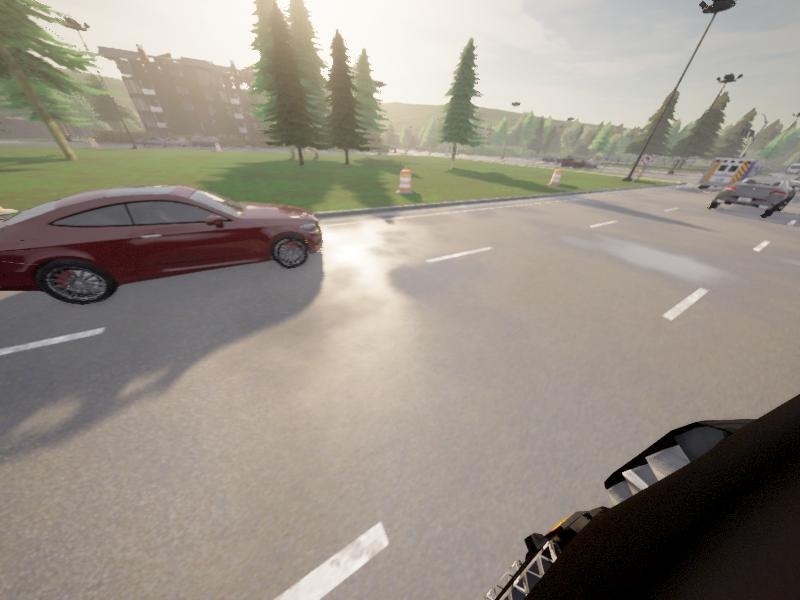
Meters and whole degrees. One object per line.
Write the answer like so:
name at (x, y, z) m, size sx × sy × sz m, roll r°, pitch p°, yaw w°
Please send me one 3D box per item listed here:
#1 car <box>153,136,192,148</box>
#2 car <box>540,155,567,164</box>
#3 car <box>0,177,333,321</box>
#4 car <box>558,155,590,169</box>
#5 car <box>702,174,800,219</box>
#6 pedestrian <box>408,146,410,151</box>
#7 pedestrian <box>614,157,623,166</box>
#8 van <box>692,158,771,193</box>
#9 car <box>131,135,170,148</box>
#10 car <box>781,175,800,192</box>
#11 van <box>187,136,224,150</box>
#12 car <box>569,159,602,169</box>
car at (-42.834, -29.851, 43.638) m, size 4.611 × 1.667 × 2.242 m, roll -16°, pitch 38°, yaw -26°
car at (39.068, -35.899, 58.910) m, size 1.930 × 1.638 × 5.238 m, roll -15°, pitch 38°, yaw -25°
car at (-3.905, -1.310, 4.271) m, size 4.674 × 1.442 × 1.812 m, roll -16°, pitch 38°, yaw -25°
car at (32.385, -25.765, 43.076) m, size 1.905 × 1.878 × 3.866 m, roll -15°, pitch 38°, yaw -25°
car at (18.972, -5.623, 12.277) m, size 5.027 × 1.651 × 2.152 m, roll -16°, pitch 38°, yaw -26°
pedestrian at (3.754, -62.844, 95.864) m, size 0.751 × 1.860 × 0.751 m, roll -14°, pitch 37°, yaw -24°
pedestrian at (54.000, -34.267, 57.100) m, size 0.751 × 1.860 × 0.751 m, roll -13°, pitch 37°, yaw -22°
van at (29.920, -11.300, 20.849) m, size 6.366 × 2.431 × 2.351 m, roll -16°, pitch 38°, yaw -26°
car at (-43.229, -27.471, 40.120) m, size 3.988 × 1.617 × 1.851 m, roll -16°, pitch 38°, yaw -26°
car at (41.419, -11.852, 23.564) m, size 4.718 × 1.301 × 1.895 m, roll -16°, pitch 38°, yaw -26°
van at (-34.431, -27.858, 41.025) m, size 4.442 × 1.987 × 1.775 m, roll -16°, pitch 38°, yaw -26°
car at (35.604, -26.211, 44.454) m, size 1.994 × 1.385 × 4.181 m, roll -15°, pitch 38°, yaw -25°
